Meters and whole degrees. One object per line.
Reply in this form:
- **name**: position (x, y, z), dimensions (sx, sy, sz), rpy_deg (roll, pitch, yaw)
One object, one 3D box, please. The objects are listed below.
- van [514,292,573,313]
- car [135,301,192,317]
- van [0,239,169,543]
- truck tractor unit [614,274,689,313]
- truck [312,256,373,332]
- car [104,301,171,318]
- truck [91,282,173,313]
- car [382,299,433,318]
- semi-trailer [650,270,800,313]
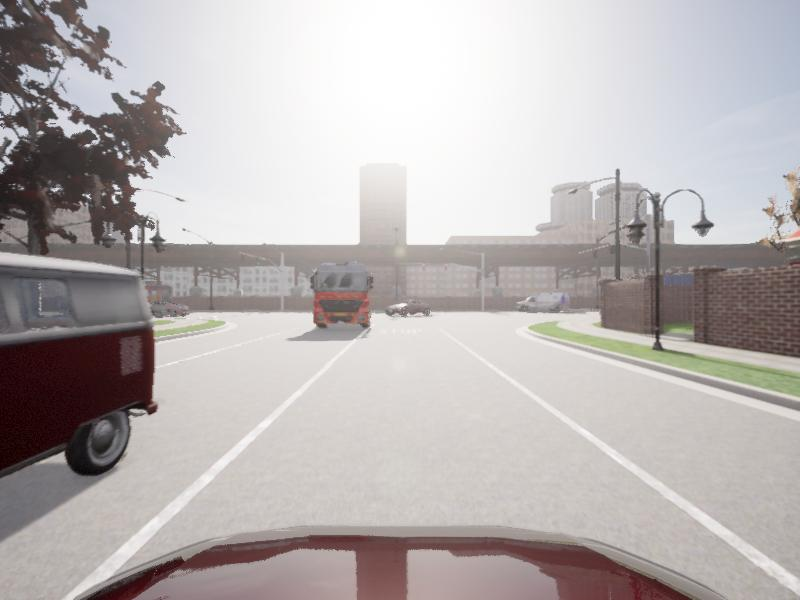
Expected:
- **van**: position (17.506, 0.318, 49.095), dimensions (6.366, 2.431, 2.351), rpy_deg (0, 0, 2)
- **car**: position (-23.389, 0.840, 39.673), dimensions (4.514, 1.525, 2.007), rpy_deg (0, 0, 2)
- **van**: position (-3.498, 0.596, 2.290), dimensions (1.775, 1.987, 4.442), rpy_deg (0, 0, 0)
- **truck tractor unit**: position (28.275, -0.701, 45.196), dimensions (6.516, 4.208, 3.053), rpy_deg (0, 0, 3)
- **truck**: position (-3.205, -0.309, 24.645), dimensions (2.891, 3.827, 8.468), rpy_deg (0, 0, -3)
- **car**: position (-23.707, 0.854, 36.178), dimensions (4.892, 1.490, 1.837), rpy_deg (0, 0, 1)
- **truck**: position (-33.651, -0.306, 50.452), dimensions (8.468, 3.827, 2.891), rpy_deg (0, 0, 2)
- **car**: position (0.826, 0.777, 38.851), dimensions (2.152, 1.651, 5.027), rpy_deg (0, 0, 43)
- **semi-trailer**: position (36.171, -0.900, 44.771), dimensions (14.254, 4.402, 2.717), rpy_deg (-1, 0, 3)
